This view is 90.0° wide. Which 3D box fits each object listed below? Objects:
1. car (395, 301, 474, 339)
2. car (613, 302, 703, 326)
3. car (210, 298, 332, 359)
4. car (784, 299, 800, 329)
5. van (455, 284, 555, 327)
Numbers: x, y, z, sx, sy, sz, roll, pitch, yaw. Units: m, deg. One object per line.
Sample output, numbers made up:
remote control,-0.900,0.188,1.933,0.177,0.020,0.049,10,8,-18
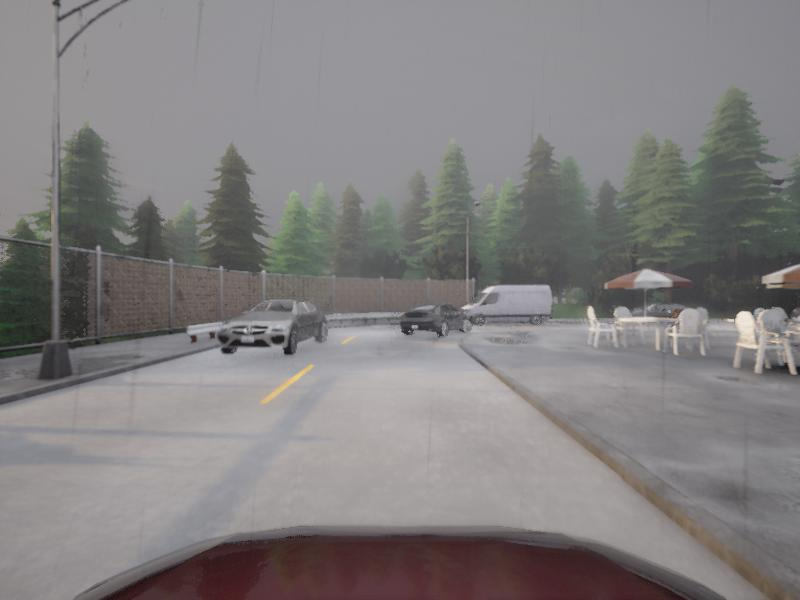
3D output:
car,1.766,0.855,18.756,1.837,1.490,4.892,-2,-1,29
car,16.685,0.880,26.052,4.674,1.442,1.812,0,0,0
car,-3.983,0.786,13.467,2.152,1.651,5.027,0,0,5
car,24.719,0.789,22.074,5.027,1.651,2.152,0,0,0
van,6.632,0.333,25.592,5.915,2.561,1.988,0,0,-7
